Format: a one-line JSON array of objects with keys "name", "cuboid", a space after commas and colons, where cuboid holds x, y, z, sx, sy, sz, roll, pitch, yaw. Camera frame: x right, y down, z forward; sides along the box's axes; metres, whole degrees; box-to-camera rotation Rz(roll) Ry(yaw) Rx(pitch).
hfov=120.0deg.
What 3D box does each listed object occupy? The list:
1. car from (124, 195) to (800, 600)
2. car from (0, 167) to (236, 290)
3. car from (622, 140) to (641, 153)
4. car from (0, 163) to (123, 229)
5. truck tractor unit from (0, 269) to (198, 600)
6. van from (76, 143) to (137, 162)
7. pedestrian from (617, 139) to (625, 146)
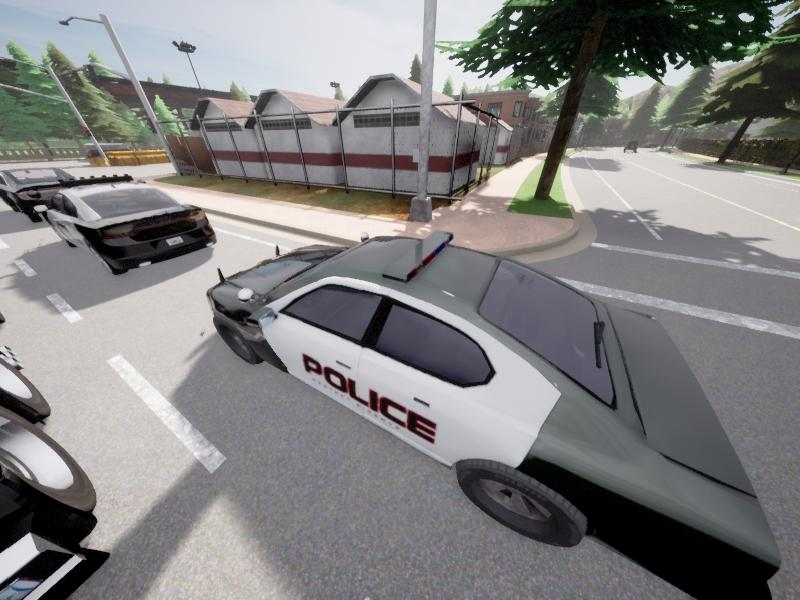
[{"name": "car", "cuboid": [-0.159, 0.085, 2.536, 4.974, 1.542, 2.038, 17, 39, 24]}, {"name": "car", "cuboid": [-6.794, -2.071, 5.583, 5.238, 1.638, 1.930, 18, 39, 24]}, {"name": "car", "cuboid": [44.138, -29.306, 44.026, 1.905, 1.878, 3.866, 25, 42, 31]}, {"name": "car", "cuboid": [-13.222, -4.062, 8.603, 4.902, 1.511, 2.128, 18, 39, 24]}, {"name": "truck tractor unit", "cuboid": [-5.120, -0.292, 0.766, 6.516, 4.208, 3.053, 18, 39, 24]}, {"name": "van", "cuboid": [-39.634, -20.078, 31.373, 1.775, 1.987, 4.442, 16, 38, 22]}, {"name": "pedestrian", "cuboid": [67.033, -47.797, 70.117, 0.751, 1.860, 0.751, -12, 37, -16]}]
